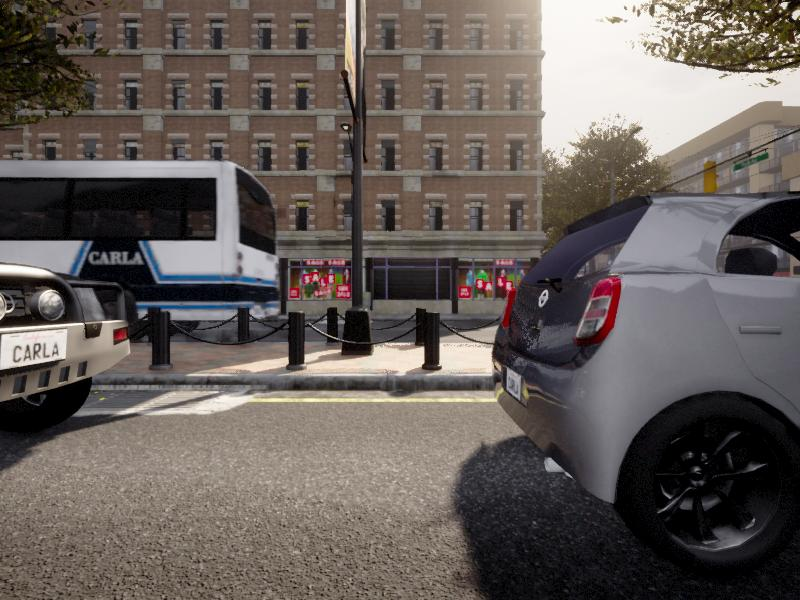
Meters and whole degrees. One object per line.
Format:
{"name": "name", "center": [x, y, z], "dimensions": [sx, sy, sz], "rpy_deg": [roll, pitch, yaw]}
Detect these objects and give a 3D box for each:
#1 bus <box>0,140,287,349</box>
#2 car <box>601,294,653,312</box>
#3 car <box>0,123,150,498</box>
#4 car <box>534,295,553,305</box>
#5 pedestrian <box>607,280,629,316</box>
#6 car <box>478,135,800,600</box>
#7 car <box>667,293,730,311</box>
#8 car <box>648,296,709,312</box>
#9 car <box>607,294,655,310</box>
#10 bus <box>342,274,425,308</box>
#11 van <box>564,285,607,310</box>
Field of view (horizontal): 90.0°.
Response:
{"name": "bus", "center": [-8.545, -1.133, 10.124], "dimensions": [10.273, 4.253, 3.944], "rpy_deg": [0, 0, 0]}
{"name": "car", "center": [20.184, 0.242, 35.853], "dimensions": [1.837, 1.490, 4.892], "rpy_deg": [0, 0, 0]}
{"name": "car", "center": [-4.281, 0.053, 2.201], "dimensions": [4.605, 1.855, 1.932], "rpy_deg": [0, 0, 0]}
{"name": "car", "center": [26.962, 0.050, 75.454], "dimensions": [1.932, 1.855, 4.605], "rpy_deg": [0, 0, 0]}
{"name": "pedestrian", "center": [11.596, -0.117, 21.291], "dimensions": [0.751, 1.860, 0.751], "rpy_deg": [0, 0, -5]}
{"name": "car", "center": [2.425, 0.226, 2.192], "dimensions": [3.633, 1.501, 1.845], "rpy_deg": [0, 0, 0]}
{"name": "car", "center": [27.179, 0.220, 36.674], "dimensions": [2.038, 1.542, 4.974], "rpy_deg": [0, 0, 0]}
{"name": "car", "center": [23.693, 0.341, 34.300], "dimensions": [1.895, 1.301, 4.718], "rpy_deg": [0, 0, 0]}
{"name": "car", "center": [23.652, 0.198, 41.198], "dimensions": [1.801, 1.575, 5.366], "rpy_deg": [0, 0, 0]}
{"name": "bus", "center": [-2.059, -1.133, 51.914], "dimensions": [10.273, 4.253, 3.944], "rpy_deg": [0, 0, 0]}
{"name": "van", "center": [20.136, -0.280, 43.771], "dimensions": [1.988, 2.561, 5.915], "rpy_deg": [0, 0, 0]}
